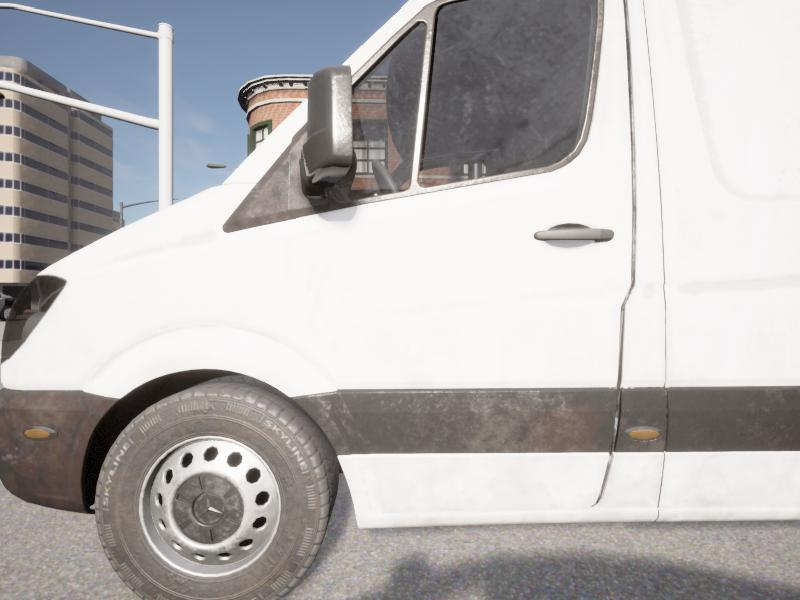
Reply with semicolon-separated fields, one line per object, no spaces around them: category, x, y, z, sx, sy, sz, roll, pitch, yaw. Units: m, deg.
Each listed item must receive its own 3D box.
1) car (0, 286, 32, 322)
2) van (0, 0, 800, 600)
car;-18.959;0.171;16.969;1.930;1.638;5.238;0;0;-1
van;1.351;-0.278;2.210;5.915;2.561;1.988;0;0;0
